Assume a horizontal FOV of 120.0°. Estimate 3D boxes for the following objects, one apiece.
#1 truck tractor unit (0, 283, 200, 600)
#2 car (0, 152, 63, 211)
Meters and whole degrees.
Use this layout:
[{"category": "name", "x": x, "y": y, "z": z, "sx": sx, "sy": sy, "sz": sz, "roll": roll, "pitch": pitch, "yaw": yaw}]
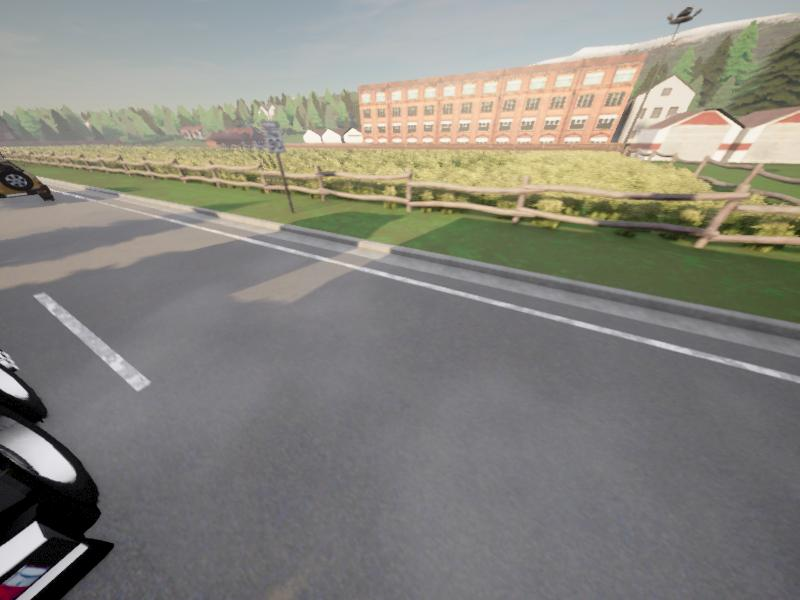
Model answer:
[{"category": "truck tractor unit", "x": -5.152, "y": -0.255, "z": 0.736, "sx": 6.516, "sy": 4.208, "sz": 3.053, "roll": 17, "pitch": 39, "yaw": 23}, {"category": "car", "x": -17.960, "y": -5.345, "z": 10.232, "sx": 4.605, "sy": 1.855, "sz": 1.932, "roll": 17, "pitch": 39, "yaw": 22}]
